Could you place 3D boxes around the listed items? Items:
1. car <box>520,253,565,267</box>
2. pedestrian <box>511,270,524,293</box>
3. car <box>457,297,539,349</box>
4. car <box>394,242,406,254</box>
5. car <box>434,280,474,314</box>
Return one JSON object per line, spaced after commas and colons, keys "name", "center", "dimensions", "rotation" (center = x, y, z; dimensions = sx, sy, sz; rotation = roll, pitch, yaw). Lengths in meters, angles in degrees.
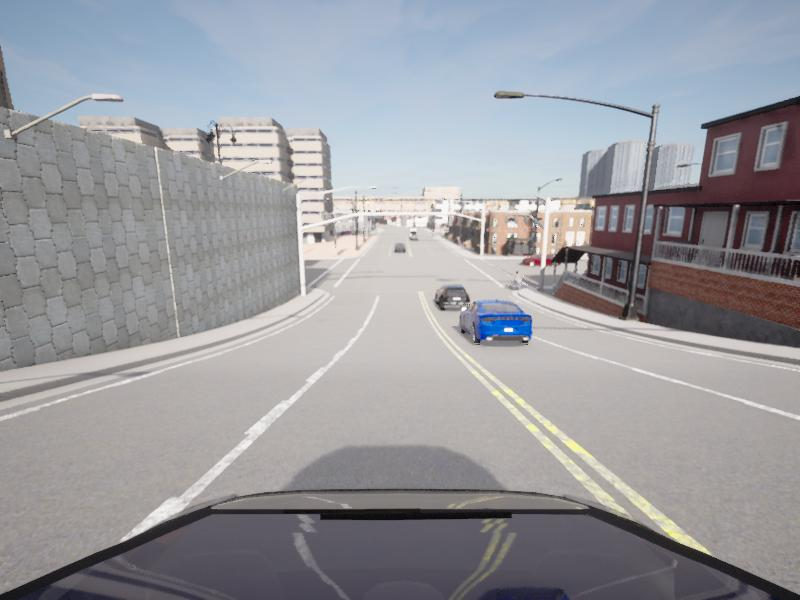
{"name": "car", "center": [18.280, -5.146, 51.369], "dimensions": [5.008, 1.535, 1.882], "rotation": [0, 12, 0]}
{"name": "pedestrian", "center": [10.033, -1.596, 34.098], "dimensions": [0.751, 1.860, 0.751], "rotation": [9, 15, 35]}
{"name": "car", "center": [3.498, 0.715, 15.312], "dimensions": [1.882, 1.535, 5.008], "rotation": [0, 2, 0]}
{"name": "car", "center": [-0.005, -9.110, 69.364], "dimensions": [1.930, 1.638, 5.238], "rotation": [0, 12, 0]}
{"name": "car", "center": [3.498, -0.300, 26.814], "dimensions": [2.033, 1.649, 4.856], "rotation": [0, 7, 0]}
